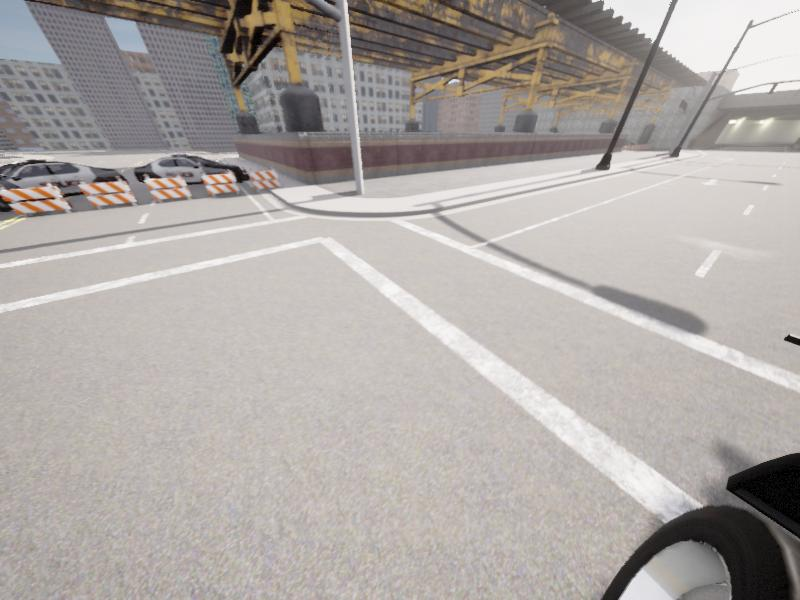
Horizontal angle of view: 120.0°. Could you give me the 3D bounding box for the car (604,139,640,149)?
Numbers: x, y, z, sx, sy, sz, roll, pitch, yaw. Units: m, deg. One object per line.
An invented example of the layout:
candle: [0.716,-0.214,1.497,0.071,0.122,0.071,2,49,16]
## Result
car: [44.258,-31.082,46.074,4.974,1.542,2.038,-4,35,-5]

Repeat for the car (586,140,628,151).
car: [36.548,-27.365,40.890,4.974,1.542,2.038,5,36,7]

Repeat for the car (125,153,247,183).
car: [-11.361,-7.261,12.639,4.536,1.218,1.853,-4,35,-5]

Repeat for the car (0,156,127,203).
car: [-15.235,-5.125,9.654,1.853,1.218,4.536,11,37,15]

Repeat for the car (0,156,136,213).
car: [-15.251,-4.968,9.704,2.038,1.542,4.974,11,37,15]

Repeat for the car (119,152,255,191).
car: [-11.308,-7.136,12.735,4.974,1.542,2.038,-4,35,-5]
